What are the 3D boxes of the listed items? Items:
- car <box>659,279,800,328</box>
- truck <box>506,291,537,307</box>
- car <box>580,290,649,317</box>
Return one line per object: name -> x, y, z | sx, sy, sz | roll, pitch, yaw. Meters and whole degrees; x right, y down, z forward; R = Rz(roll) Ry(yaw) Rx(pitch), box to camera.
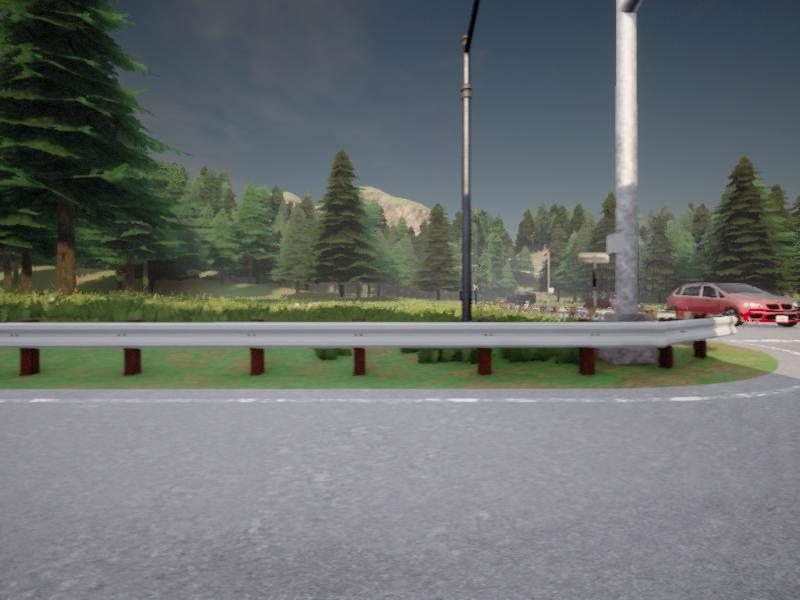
car -> 12.807, 0.119, 15.717 | 2.242, 1.667, 4.611 | 0, 0, -1
truck -> 16.189, -0.099, 53.659 | 2.390, 2.098, 6.274 | 0, 0, 1
car -> 12.663, 0.217, 23.944 | 1.816, 1.474, 4.193 | 0, 0, -1
